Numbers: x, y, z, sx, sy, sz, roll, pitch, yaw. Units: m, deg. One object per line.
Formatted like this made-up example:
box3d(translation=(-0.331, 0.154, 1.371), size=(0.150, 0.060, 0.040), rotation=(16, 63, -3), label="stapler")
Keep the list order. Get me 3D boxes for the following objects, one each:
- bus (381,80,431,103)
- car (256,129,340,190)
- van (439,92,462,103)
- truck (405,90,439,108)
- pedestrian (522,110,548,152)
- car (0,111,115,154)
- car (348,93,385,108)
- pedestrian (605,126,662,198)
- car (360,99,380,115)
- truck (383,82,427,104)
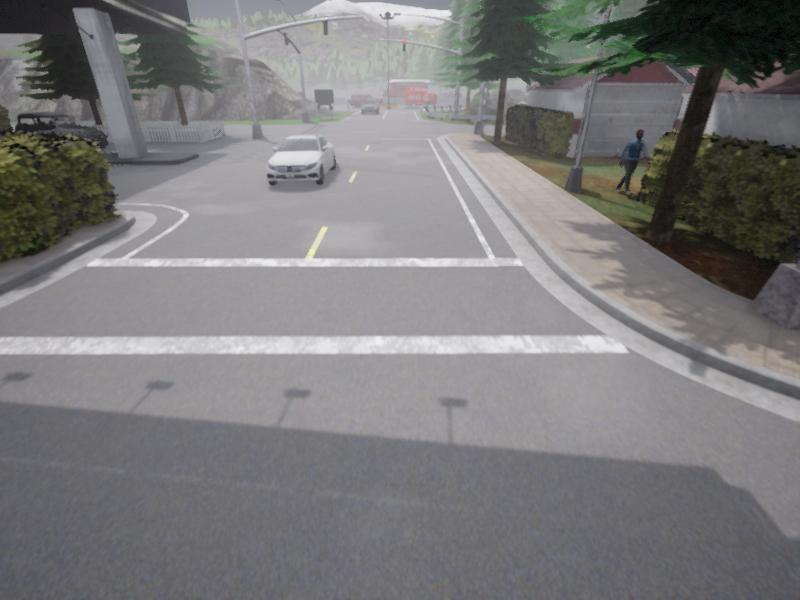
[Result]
box3d(translation=(1.204, -44.002, 84.296), size=(10.273, 4.253, 3.944), rotation=(0, 28, 0), label="bus")
box3d(translation=(-3.505, -5.290, 14.697), size=(1.812, 1.442, 4.674), rotation=(-1, 28, 0), label="car")
box3d(translation=(10.721, -43.025, 84.893), size=(4.442, 1.987, 1.775), rotation=(0, 28, 0), label="van")
box3d(translation=(3.339, -31.707, 63.211), size=(5.204, 2.467, 2.627), rotation=(0, 28, 0), label="truck")
box3d(translation=(6.652, -8.355, 19.815), size=(0.751, 1.860, 0.751), rotation=(1, 28, 1), label="pedestrian")
box3d(translation=(-17.824, -8.822, 21.032), size=(3.866, 1.878, 1.905), rotation=(0, 28, 0), label="car")
box3d(translation=(-5.193, -31.544, 63.354), size=(5.566, 2.045, 2.150), rotation=(0, 28, 0), label="car")
box3d(translation=(6.623, -3.932, 11.437), size=(0.751, 1.860, 0.751), rotation=(0, 28, 1), label="pedestrian")
box3d(translation=(-3.446, -22.677, 46.907), size=(2.038, 1.542, 4.974), rotation=(0, 28, 0), label="car")
box3d(translation=(0.973, -40.572, 78.337), size=(8.468, 3.827, 2.891), rotation=(0, 28, 0), label="truck")
